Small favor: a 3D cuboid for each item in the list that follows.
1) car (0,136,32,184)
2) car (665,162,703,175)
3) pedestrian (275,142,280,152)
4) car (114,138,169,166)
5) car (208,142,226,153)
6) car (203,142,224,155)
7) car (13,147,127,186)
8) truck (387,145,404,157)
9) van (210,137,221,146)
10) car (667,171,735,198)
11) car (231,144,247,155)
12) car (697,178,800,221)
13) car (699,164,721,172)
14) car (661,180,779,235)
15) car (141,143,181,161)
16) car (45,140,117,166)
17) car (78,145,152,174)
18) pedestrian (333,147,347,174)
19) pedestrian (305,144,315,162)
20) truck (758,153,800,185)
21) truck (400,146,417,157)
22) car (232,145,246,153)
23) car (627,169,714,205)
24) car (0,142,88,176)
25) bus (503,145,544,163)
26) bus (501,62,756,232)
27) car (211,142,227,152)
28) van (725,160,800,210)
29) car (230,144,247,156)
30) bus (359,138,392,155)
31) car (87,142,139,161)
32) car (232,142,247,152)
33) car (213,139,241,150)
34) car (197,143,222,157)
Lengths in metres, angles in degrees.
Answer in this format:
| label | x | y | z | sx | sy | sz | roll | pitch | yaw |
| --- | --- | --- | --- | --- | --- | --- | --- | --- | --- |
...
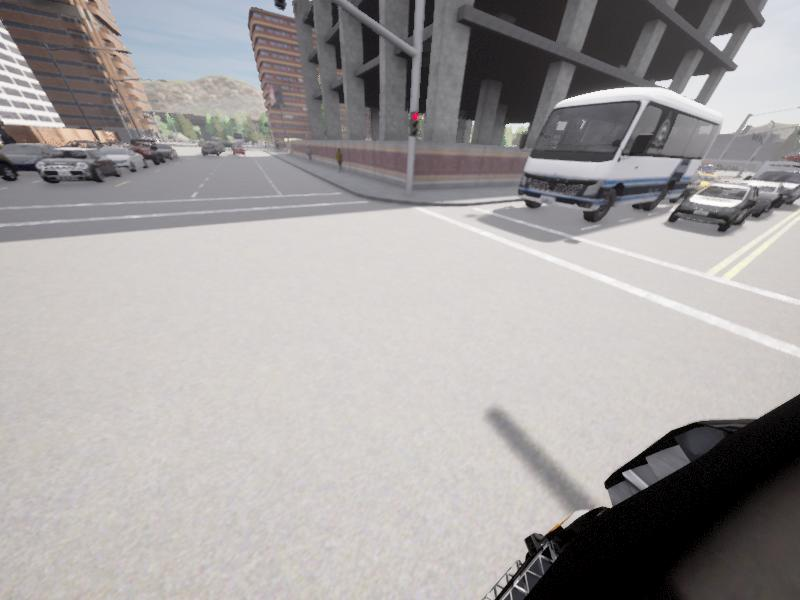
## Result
| label | x | y | z | sx | sy | sz | roll | pitch | yaw |
| --- | --- | --- | --- | --- | --- | --- | --- | --- | --- |
| car | -19.266 | -5.816 | 9.660 | 1.932 | 1.855 | 4.605 | -14 | 37 | -24 |
| car | 55.019 | -25.453 | 44.818 | 1.905 | 1.878 | 3.866 | -16 | 38 | -26 |
| pedestrian | -29.485 | -36.841 | 55.604 | 0.751 | 1.860 | 0.751 | -16 | 38 | -26 |
| car | -22.723 | -13.176 | 20.544 | 1.905 | 1.878 | 3.866 | -16 | 38 | -26 |
| car | -34.281 | -28.587 | 43.367 | 2.007 | 1.525 | 4.514 | -16 | 38 | -26 |
| car | -30.894 | -25.216 | 38.420 | 2.033 | 1.649 | 4.856 | -16 | 38 | -26 |
| car | -16.918 | -7.156 | 12.230 | 1.970 | 1.475 | 3.806 | -15 | 38 | -25 |
| truck | -1.401 | -41.661 | 64.462 | 2.615 | 2.467 | 5.204 | -16 | 38 | -26 |
| van | -63.180 | -54.271 | 79.180 | 1.988 | 2.561 | 5.915 | -16 | 38 | -26 |
| car | 23.936 | -9.260 | 18.348 | 5.366 | 1.575 | 1.801 | -16 | 38 | -26 |
| car | -29.104 | -27.261 | 41.788 | 1.970 | 1.475 | 3.806 | -16 | 38 | -26 |
| car | 18.645 | -5.497 | 12.318 | 4.902 | 1.511 | 2.128 | -16 | 38 | -26 |
| car | 82.898 | -35.136 | 61.672 | 4.611 | 1.667 | 2.242 | -16 | 38 | -26 |
| car | 13.086 | -3.932 | 9.497 | 3.705 | 1.549 | 1.789 | -16 | 38 | -26 |
| car | -25.874 | -16.181 | 25.225 | 1.837 | 1.490 | 4.892 | -15 | 38 | -25 |
| car | -25.510 | -11.944 | 18.729 | 1.851 | 1.617 | 3.988 | -16 | 38 | -26 |
| car | -19.741 | -9.974 | 16.320 | 1.812 | 1.442 | 4.674 | -16 | 38 | -26 |
| pedestrian | -4.925 | -11.490 | 19.019 | 0.751 | 1.860 | 0.751 | -13 | 37 | -23 |
| pedestrian | -11.322 | -18.369 | 28.963 | 0.751 | 1.860 | 0.751 | -14 | 37 | -24 |
| truck | 58.837 | -18.449 | 32.737 | 2.891 | 3.827 | 8.468 | 8 | 34 | 8 |
| truck | 2.333 | -42.717 | 66.340 | 2.615 | 2.467 | 5.204 | -16 | 38 | -26 |
| car | -32.142 | -30.245 | 46.247 | 1.895 | 1.301 | 4.718 | -16 | 38 | -26 |
| car | 17.813 | -7.554 | 15.228 | 4.611 | 1.667 | 2.242 | -16 | 38 | -26 |
| car | -22.335 | -8.693 | 14.153 | 2.163 | 1.488 | 4.792 | -16 | 38 | -26 |
| bus | 38.687 | -46.199 | 72.869 | 3.944 | 4.253 | 10.273 | -16 | 38 | -26 |
| bus | 10.258 | -6.387 | 10.556 | 10.273 | 4.253 | 3.944 | -16 | 38 | -26 |
| car | -37.487 | -31.820 | 48.027 | 2.007 | 1.525 | 4.514 | -16 | 38 | -26 |
| van | 25.239 | -7.753 | 15.392 | 6.366 | 2.431 | 2.351 | -16 | 38 | -26 |
| car | -26.260 | -24.427 | 37.634 | 1.789 | 1.549 | 3.705 | -16 | 38 | -26 |
| bus | -8.328 | -52.325 | 78.769 | 10.273 | 4.253 | 3.944 | -16 | 38 | -26 |
| car | -28.548 | -14.956 | 23.188 | 1.816 | 1.474 | 4.193 | -16 | 38 | -26 |
| car | -35.943 | -34.182 | 51.712 | 2.242 | 1.667 | 4.611 | -16 | 38 | -26 |
| car | -45.321 | -40.909 | 60.752 | 5.566 | 2.045 | 2.150 | -16 | 38 | -26 |
| car | -27.574 | -21.817 | 33.621 | 2.128 | 1.511 | 4.902 | -16 | 38 | -26 |
